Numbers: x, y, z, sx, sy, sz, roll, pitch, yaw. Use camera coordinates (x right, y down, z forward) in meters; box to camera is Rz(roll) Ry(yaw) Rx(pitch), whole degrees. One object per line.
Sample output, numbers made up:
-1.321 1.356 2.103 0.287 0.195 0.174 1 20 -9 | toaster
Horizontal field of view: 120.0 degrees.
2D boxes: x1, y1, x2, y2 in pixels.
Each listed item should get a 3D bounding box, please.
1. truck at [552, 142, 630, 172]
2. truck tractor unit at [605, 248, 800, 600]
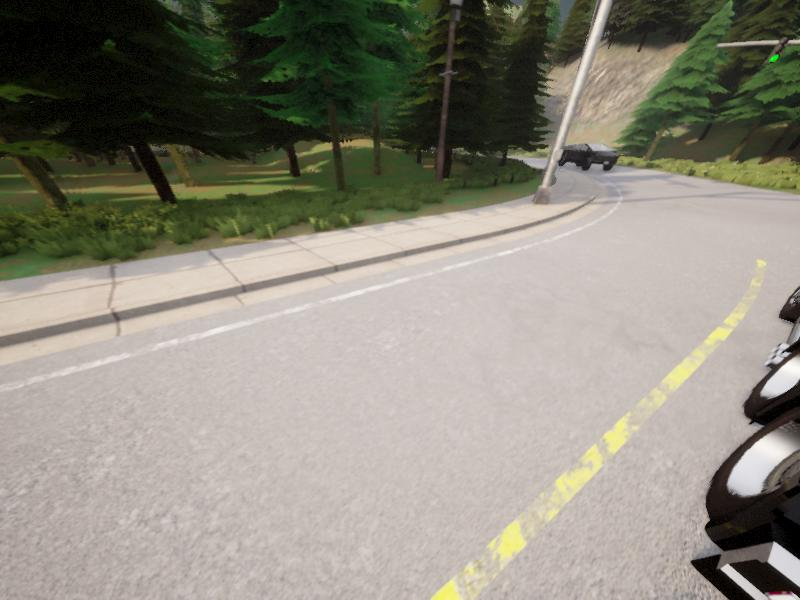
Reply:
17.938 -13.904 22.310 2.390 2.098 6.274 1 35 1 | truck
5.083 -0.327 0.822 6.516 4.208 3.053 -19 39 -25 | truck tractor unit
